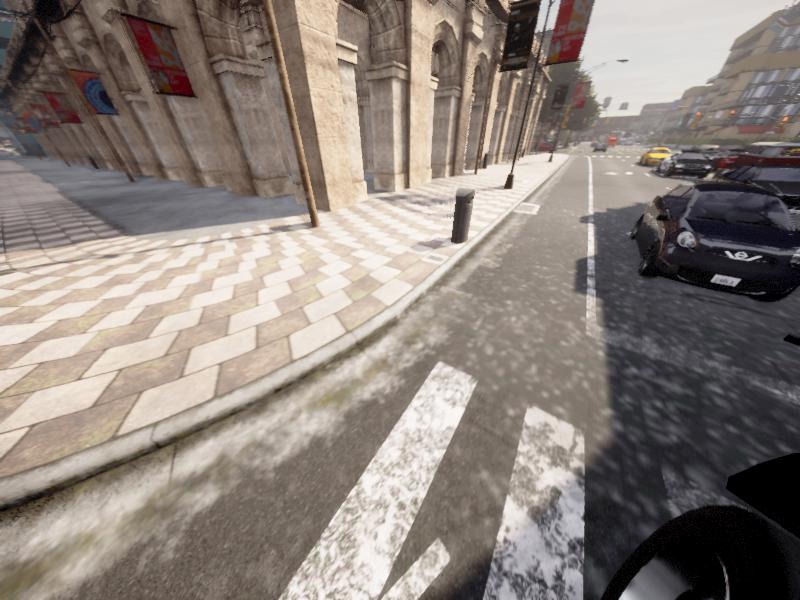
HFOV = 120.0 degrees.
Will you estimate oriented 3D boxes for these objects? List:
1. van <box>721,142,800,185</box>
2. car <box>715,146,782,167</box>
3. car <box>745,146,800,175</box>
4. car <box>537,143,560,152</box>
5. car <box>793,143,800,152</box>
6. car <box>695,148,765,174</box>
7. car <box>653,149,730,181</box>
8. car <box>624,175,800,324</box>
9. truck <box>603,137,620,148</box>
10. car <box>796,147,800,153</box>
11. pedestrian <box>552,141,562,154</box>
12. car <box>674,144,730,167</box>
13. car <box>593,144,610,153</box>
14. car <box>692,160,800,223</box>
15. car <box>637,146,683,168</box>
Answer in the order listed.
[{"bbox_3d":[22.942,-8.652,14.413,1.775,1.987,4.442,20,40,28],"label":"van"},{"bbox_3d":[33.676,-14.116,22.550,2.007,1.525,4.514,20,40,27],"label":"car"},{"bbox_3d":[29.892,-10.853,17.837,1.801,1.575,5.366,20,40,27],"label":"car"},{"bbox_3d":[30.905,-31.726,48.112,3.633,1.501,1.845,20,40,28],"label":"car"},{"bbox_3d":[69.739,-25.149,37.937,4.792,1.488,2.163,20,40,28],"label":"car"},{"bbox_3d":[26.282,-11.287,18.626,1.816,1.474,4.193,20,40,27],"label":"car"},{"bbox_3d":[20.180,-9.673,16.349,2.038,1.542,4.974,20,40,28],"label":"car"},{"bbox_3d":[6.154,-1.413,4.620,1.845,1.501,3.633,22,41,29],"label":"car"},{"bbox_3d":[61.586,-45.962,67.406,2.627,2.467,5.204,20,40,27],"label":"truck"},{"bbox_3d":[67.184,-23.670,35.915,5.357,1.411,2.033,20,40,27],"label":"car"},{"bbox_3d":[25.872,-25.089,38.005,0.751,1.860,0.751,22,40,29],"label":"pedestrian"},{"bbox_3d":[29.911,-14.529,23.090,2.242,1.667,4.611,23,41,30],"label":"car"},{"bbox_3d":[39.155,-29.635,45.082,1.994,1.385,4.181,20,40,27],"label":"car"},{"bbox_3d":[14.032,-4.390,8.915,2.033,1.411,5.357,20,40,28],"label":"car"},{"bbox_3d":[25.572,-14.310,22.930,1.801,1.575,5.366,20,40,27],"label":"car"}]
